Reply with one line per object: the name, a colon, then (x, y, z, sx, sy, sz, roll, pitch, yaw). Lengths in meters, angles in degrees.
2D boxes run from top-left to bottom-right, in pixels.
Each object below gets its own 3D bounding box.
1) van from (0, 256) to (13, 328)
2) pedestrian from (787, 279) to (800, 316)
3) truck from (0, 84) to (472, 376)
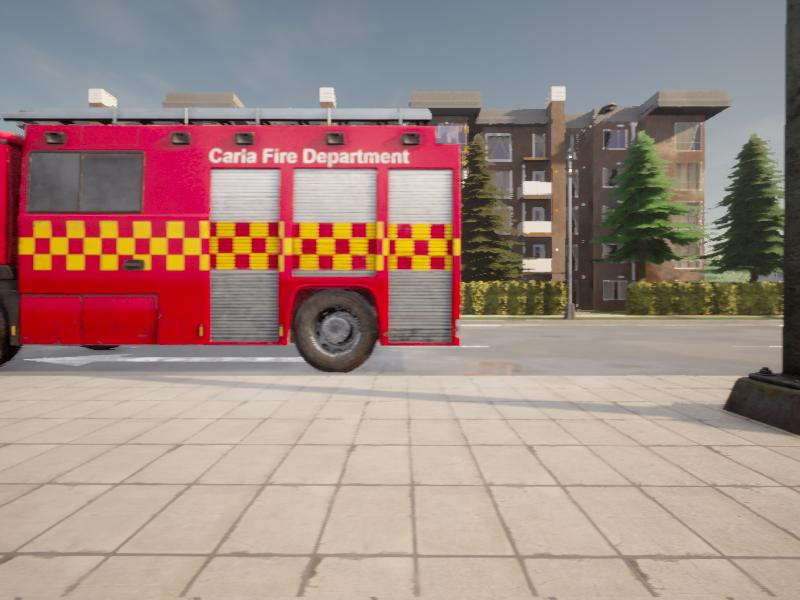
van: (-17.178, -0.274, 13.701, 5.915, 2.561, 1.988, 0, 0, 0)
pedestrian: (20.461, -0.119, 20.397, 0.751, 1.860, 0.751, 0, 0, -1)
truck: (-3.288, -0.918, 6.706, 8.468, 3.827, 2.891, 0, 0, 0)
